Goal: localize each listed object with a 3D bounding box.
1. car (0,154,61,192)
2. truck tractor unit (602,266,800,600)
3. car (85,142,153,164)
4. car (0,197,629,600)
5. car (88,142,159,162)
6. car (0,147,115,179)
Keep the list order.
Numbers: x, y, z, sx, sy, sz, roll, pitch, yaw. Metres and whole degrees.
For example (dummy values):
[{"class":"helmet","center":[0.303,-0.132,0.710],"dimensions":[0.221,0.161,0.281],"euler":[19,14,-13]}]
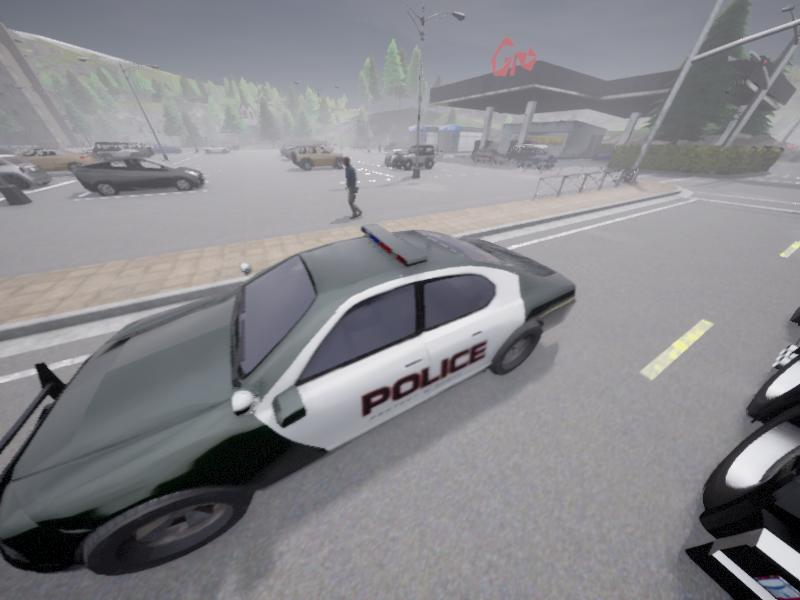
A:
[{"class":"car","center":[-20.442,-6.157,11.228],"dimensions":[3.806,1.475,1.970],"euler":[-17,38,-23]},{"class":"truck tractor unit","center":[5.114,-0.297,0.779],"dimensions":[6.516,4.208,3.053],"euler":[-18,39,-24]},{"class":"car","center":[-29.941,-15.862,24.823],"dimensions":[3.866,1.878,1.905],"euler":[-17,38,-23]},{"class":"car","center":[-0.468,0.173,2.417],"dimensions":[4.974,1.542,2.038],"euler":[-17,38,-23]},{"class":"car","center":[-31.697,-17.195,26.760],"dimensions":[4.605,1.855,1.932],"euler":[-17,38,-23]},{"class":"car","center":[-23.804,-9.363,15.669],"dimensions":[5.027,1.636,2.152],"euler":[-17,38,-23]}]
